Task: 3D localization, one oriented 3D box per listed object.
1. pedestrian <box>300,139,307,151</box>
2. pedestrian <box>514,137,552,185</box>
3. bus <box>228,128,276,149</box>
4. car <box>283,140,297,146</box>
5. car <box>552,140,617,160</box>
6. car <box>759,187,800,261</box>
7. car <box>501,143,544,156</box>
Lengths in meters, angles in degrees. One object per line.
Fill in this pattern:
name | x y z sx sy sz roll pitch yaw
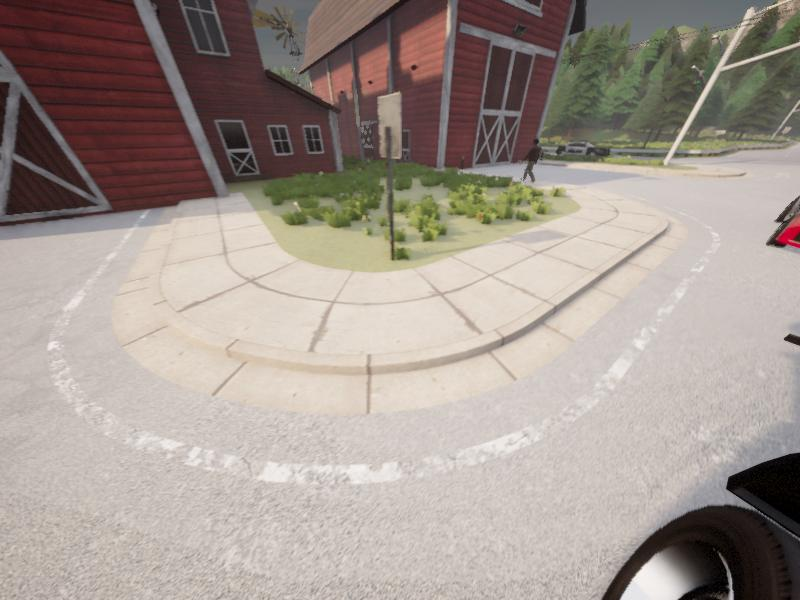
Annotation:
pedestrian | -18.200 -29.209 43.532 0.751 1.860 0.751 -21 40 -26
pedestrian | 6.224 -6.553 10.881 0.751 1.860 0.751 -13 37 -17
bus | -39.444 -43.450 62.247 3.944 4.253 10.273 9 37 13
car | -37.937 -54.101 79.542 3.633 1.501 1.845 -22 41 -27
car | 20.525 -16.972 26.018 1.930 1.638 5.238 -22 40 -27
car | 10.693 -2.029 5.097 4.611 1.667 2.242 -23 41 -28
car | 16.394 -20.316 31.109 1.895 1.301 4.718 -22 40 -27
